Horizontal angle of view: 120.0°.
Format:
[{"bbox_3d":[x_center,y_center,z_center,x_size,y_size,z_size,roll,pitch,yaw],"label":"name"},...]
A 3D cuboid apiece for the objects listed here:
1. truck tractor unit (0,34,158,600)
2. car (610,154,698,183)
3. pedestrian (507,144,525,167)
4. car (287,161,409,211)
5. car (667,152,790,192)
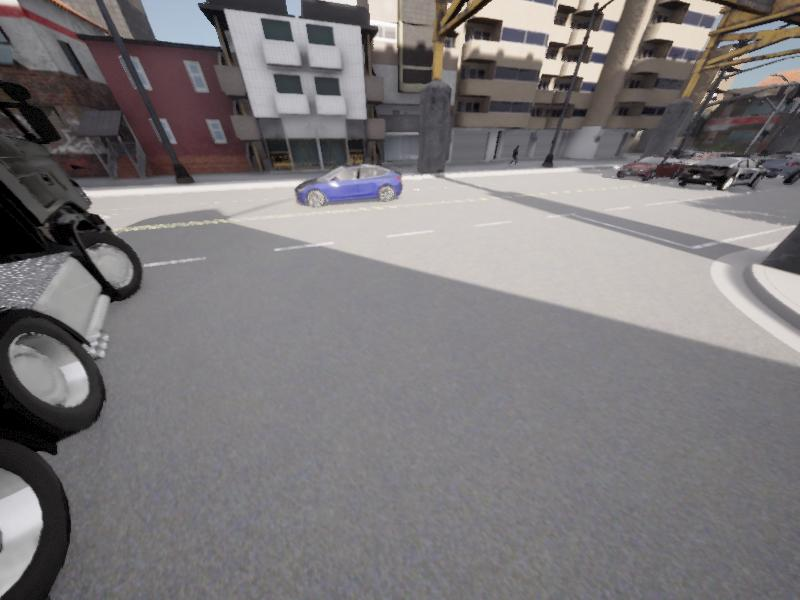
[{"bbox_3d":[-4.692,-0.578,1.221,3.053,4.208,6.516,-27,42,-31],"label":"truck tractor unit"},{"bbox_3d":[17.512,-9.172,15.986,4.674,1.442,1.812,-11,36,-15],"label":"car"},{"bbox_3d":[11.197,-13.989,22.366,0.751,1.860,0.751,-11,36,-15],"label":"pedestrian"},{"bbox_3d":[-2.233,-5.249,10.413,4.792,1.488,2.163,-11,36,-15],"label":"car"},{"bbox_3d":[18.644,-7.380,13.200,5.238,1.638,1.930,-11,36,-16],"label":"car"}]
